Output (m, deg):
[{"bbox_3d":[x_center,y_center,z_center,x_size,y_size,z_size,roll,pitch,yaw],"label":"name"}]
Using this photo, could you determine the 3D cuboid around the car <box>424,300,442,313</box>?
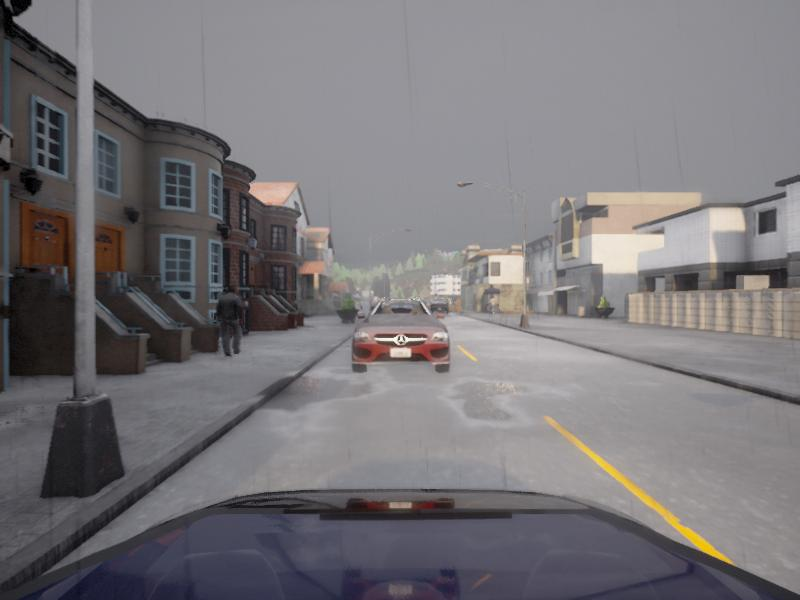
[{"bbox_3d":[4.110,0.728,50.641,1.801,1.575,5.366,0,0,0],"label":"car"}]

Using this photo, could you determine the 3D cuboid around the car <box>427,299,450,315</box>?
[{"bbox_3d":[4.095,0.708,43.392,1.930,1.638,5.238,0,0,0],"label":"car"}]

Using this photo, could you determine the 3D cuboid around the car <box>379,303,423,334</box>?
[{"bbox_3d":[0.046,0.863,21.323,2.033,1.411,5.357,0,0,0],"label":"car"}]

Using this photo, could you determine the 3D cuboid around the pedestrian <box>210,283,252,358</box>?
[{"bbox_3d":[-4.342,0.517,10.315,0.751,1.860,0.751,0,0,-1],"label":"pedestrian"}]

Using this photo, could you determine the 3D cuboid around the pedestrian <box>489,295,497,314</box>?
[{"bbox_3d":[9.282,0.475,39.764,0.751,1.860,0.751,0,0,15],"label":"pedestrian"}]

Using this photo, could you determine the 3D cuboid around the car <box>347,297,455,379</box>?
[{"bbox_3d":[0.025,0.764,10.535,2.152,1.651,5.027,0,0,0],"label":"car"}]
